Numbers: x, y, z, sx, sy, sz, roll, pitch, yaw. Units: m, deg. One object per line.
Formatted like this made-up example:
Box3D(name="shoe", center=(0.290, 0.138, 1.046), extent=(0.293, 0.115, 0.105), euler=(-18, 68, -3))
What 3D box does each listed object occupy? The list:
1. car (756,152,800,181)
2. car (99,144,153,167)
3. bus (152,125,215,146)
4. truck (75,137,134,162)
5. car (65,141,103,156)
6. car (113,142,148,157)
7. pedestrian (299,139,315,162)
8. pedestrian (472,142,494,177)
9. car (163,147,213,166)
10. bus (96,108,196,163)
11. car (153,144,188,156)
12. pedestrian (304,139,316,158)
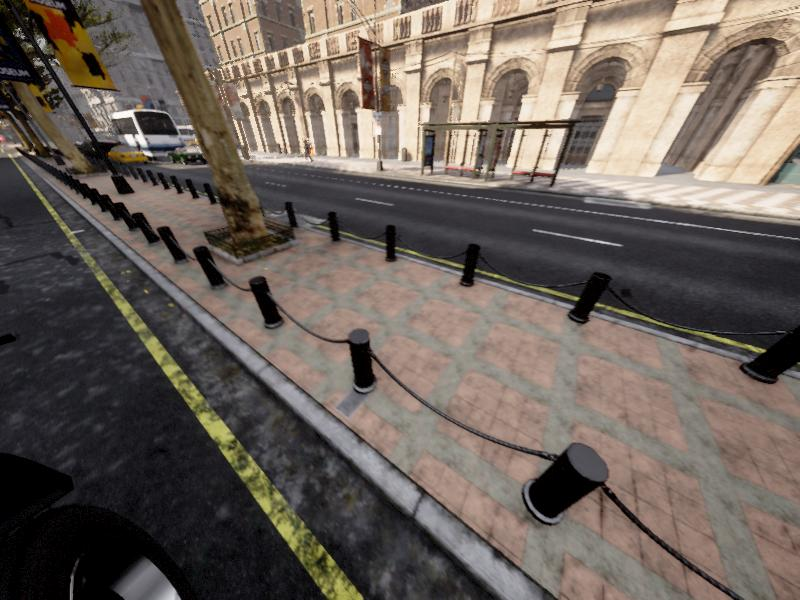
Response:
Box3D(name="car", center=(27.001, -8.206, 14.352), extent=(4.786, 1.482, 2.161), euler=(22, 41, 28))
Box3D(name="car", center=(-25.427, -13.507, 21.430), extent=(5.366, 1.575, 1.801), euler=(22, 41, 28))
Box3D(name="bus", center=(-55.651, -42.494, 59.904), extent=(3.944, 4.253, 10.273), euler=(22, 40, 28))
Box3D(name="truck", center=(-32.060, -16.426, 25.051), extent=(6.274, 2.098, 2.390), euler=(22, 41, 28))
Box3D(name="car", center=(-43.252, -20.751, 31.581), extent=(4.902, 1.511, 2.128), euler=(22, 41, 28))
Box3D(name="car", center=(-36.357, -20.395, 31.158), extent=(4.892, 1.490, 1.837), euler=(22, 41, 28))
Box3D(name="pedestrian", center=(-9.096, -14.601, 22.591), extent=(0.751, 1.860, 0.751), euler=(17, 39, 23))
Box3D(name="pedestrian", center=(5.269, -8.947, 14.719), extent=(0.751, 1.860, 0.751), euler=(22, 41, 28))
Box3D(name="car", center=(-20.321, -13.770, 22.098), extent=(4.718, 1.301, 1.895), euler=(22, 41, 28))
Box3D(name="bus", center=(-27.924, -17.990, 25.442), extent=(10.273, 4.253, 3.944), euler=(22, 41, 28))
Box3D(name="car", center=(-31.368, -20.568, 31.616), extent=(4.718, 1.301, 1.895), euler=(22, 41, 28))
Box3D(name="pedestrian", center=(-10.699, -18.107, 27.544), extent=(0.751, 1.860, 0.751), euler=(25, 42, 31))
